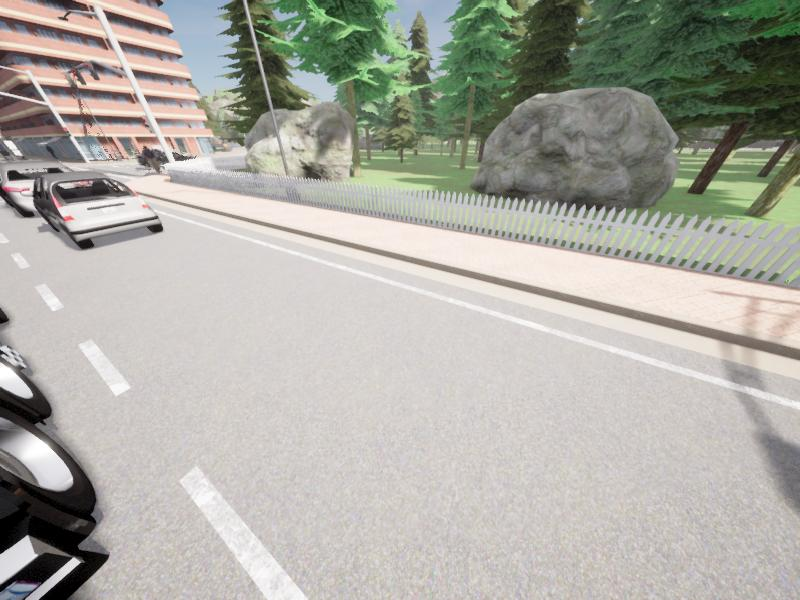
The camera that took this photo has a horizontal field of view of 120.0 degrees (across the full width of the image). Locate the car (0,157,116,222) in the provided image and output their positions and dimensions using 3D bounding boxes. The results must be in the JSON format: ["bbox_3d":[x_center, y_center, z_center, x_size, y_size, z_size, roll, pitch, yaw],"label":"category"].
[{"bbox_3d":[-14.319,-4.613,9.264,4.611,1.667,2.242,19,39,25],"label":"car"}]

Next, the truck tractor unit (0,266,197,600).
[{"bbox_3d":[-5.114,-0.297,0.775,6.516,4.208,3.053,18,39,24],"label":"truck tractor unit"}]

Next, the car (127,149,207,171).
[{"bbox_3d":[-22.192,-13.626,22.315,1.837,1.490,4.892,16,38,21],"label":"car"}]

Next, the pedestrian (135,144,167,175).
[{"bbox_3d":[-17.917,-10.168,16.694,0.751,1.860,0.751,-19,39,-24],"label":"pedestrian"}]

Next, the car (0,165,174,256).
[{"bbox_3d":[-8.949,-2.775,6.641,3.988,1.617,1.851,18,39,25],"label":"car"}]
